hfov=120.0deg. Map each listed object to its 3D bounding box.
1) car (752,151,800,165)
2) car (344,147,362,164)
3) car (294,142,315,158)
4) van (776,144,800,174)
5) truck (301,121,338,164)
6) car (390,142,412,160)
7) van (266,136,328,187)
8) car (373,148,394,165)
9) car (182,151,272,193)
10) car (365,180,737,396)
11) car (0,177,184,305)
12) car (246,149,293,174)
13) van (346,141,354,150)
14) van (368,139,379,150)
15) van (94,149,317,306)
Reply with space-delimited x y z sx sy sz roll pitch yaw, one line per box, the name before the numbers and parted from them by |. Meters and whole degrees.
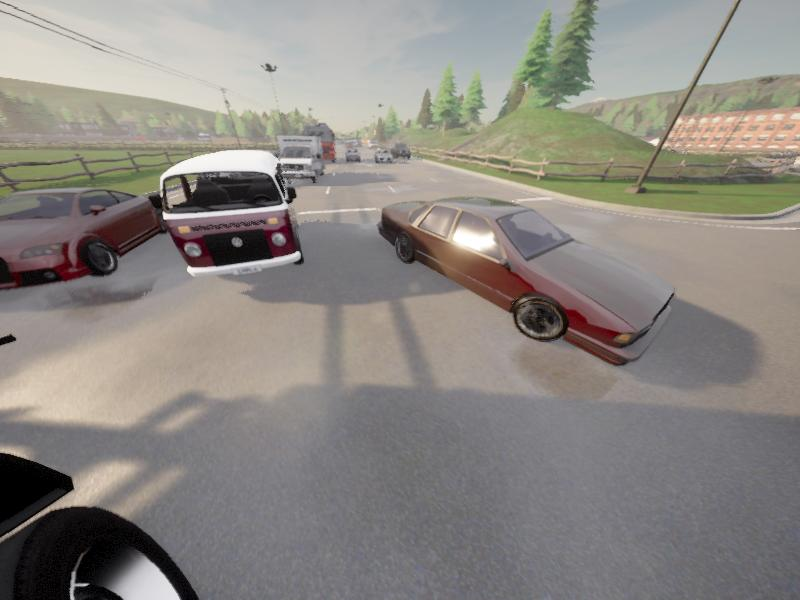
car | 56.835 -21.108 34.288 2.128 1.511 4.902 5 35 6
car | -5.564 -17.192 27.454 1.845 1.501 3.633 -6 35 -9
car | -14.505 -22.966 35.350 1.932 1.855 4.605 -6 34 -9
van | 40.572 -13.373 21.986 2.351 2.431 6.366 22 40 27
truck | -9.435 -19.142 28.188 2.891 3.827 8.468 -6 35 -9
car | 0.071 -21.894 33.910 2.150 2.045 5.566 -6 35 -9
van | -6.478 -9.517 15.540 2.351 2.431 6.366 -6 35 -9
car | -1.979 -17.062 27.380 1.970 1.475 3.806 -6 35 -9
car | -9.493 -7.551 13.348 2.152 1.651 5.027 -6 35 -9
car | 1.586 -1.101 4.415 2.033 1.411 5.357 -22 41 -29
car | -7.136 -1.622 5.032 1.994 1.385 4.181 -10 36 -15
car | -10.961 -11.975 19.847 2.163 1.488 4.792 -6 35 -9
van | -14.189 -43.733 65.311 1.775 1.987 4.442 -6 35 -9
van | -7.984 -46.653 69.256 2.351 2.431 6.366 -6 35 -9
van | -3.390 -2.143 5.265 2.069 2.038 4.480 -13 37 -18
